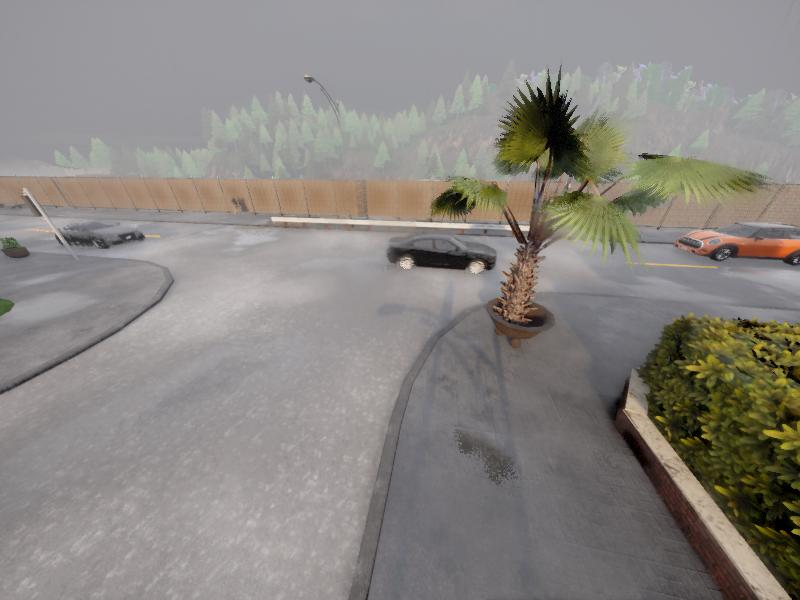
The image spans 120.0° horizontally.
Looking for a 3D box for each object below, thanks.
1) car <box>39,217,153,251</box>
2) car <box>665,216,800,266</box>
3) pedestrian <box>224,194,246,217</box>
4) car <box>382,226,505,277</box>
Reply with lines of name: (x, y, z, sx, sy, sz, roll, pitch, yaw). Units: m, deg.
car: (-17.887, -3.994, 13.762, 4.181, 1.385, 1.994, 5, 30, 9)
car: (17.471, -3.080, 11.753, 4.553, 1.767, 2.097, 5, 30, 9)
pedestrian: (-14.817, -8.482, 20.786, 0.751, 1.860, 0.751, 5, 30, 8)
car: (1.849, -2.333, 10.715, 5.008, 1.535, 1.882, 5, 30, 9)
